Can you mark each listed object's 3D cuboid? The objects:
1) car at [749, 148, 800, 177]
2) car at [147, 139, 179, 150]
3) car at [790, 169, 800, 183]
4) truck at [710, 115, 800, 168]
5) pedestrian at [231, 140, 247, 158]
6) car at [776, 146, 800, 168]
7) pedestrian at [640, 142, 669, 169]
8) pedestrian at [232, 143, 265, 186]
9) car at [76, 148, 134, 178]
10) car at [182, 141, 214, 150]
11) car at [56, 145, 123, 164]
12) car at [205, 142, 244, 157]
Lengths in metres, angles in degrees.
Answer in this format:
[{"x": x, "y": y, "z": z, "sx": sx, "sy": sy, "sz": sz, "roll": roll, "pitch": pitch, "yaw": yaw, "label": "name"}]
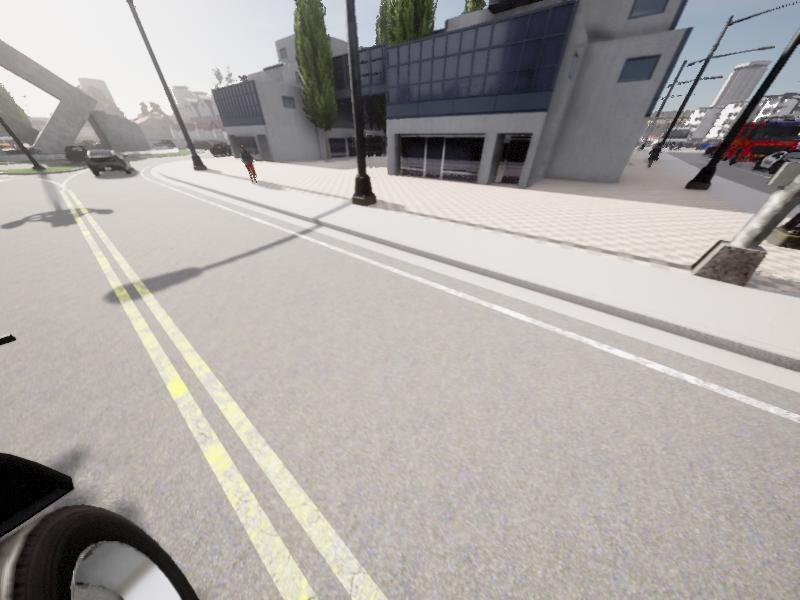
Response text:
[{"x": 30.510, "y": -10.822, "z": 18.095, "sx": 2.038, "sy": 1.542, "sz": 4.974, "roll": 24, "pitch": 42, "yaw": 29, "label": "car"}, {"x": -49.615, "y": -32.567, "z": 48.424, "sx": 3.866, "sy": 1.878, "sz": 1.905, "roll": -4, "pitch": 35, "yaw": -6, "label": "car"}, {"x": 26.358, "y": -7.515, "z": 13.650, "sx": 1.994, "sy": 1.385, "sz": 4.181, "roll": 24, "pitch": 42, "yaw": 30, "label": "car"}, {"x": 35.870, "y": -15.985, "z": 23.188, "sx": 2.891, "sy": 3.827, "sz": 8.468, "roll": 24, "pitch": 43, "yaw": 29, "label": "truck"}, {"x": -20.422, "y": -19.195, "z": 29.308, "sx": 0.751, "sy": 1.860, "sz": 0.751, "roll": 7, "pitch": 35, "yaw": 9, "label": "pedestrian"}, {"x": 37.966, "y": -13.200, "z": 21.361, "sx": 1.812, "sy": 1.442, "sz": 4.674, "roll": 24, "pitch": 43, "yaw": 30, "label": "car"}, {"x": 21.546, "y": -12.251, "z": 19.577, "sx": 0.751, "sy": 1.860, "sz": 0.751, "roll": 15, "pitch": 37, "yaw": 19, "label": "pedestrian"}, {"x": -7.891, "y": -7.089, "z": 12.094, "sx": 0.751, "sy": 1.860, "sz": 0.751, "roll": 29, "pitch": 44, "yaw": 35, "label": "pedestrian"}, {"x": -21.368, "y": -10.155, "z": 16.965, "sx": 1.837, "sy": 1.490, "sz": 4.892, "roll": -27, "pitch": 43, "yaw": -33, "label": "car"}, {"x": -45.218, "y": -34.703, "z": 51.819, "sx": 4.611, "sy": 1.667, "sz": 2.242, "roll": -5, "pitch": 35, "yaw": -8, "label": "car"}, {"x": -31.942, "y": -15.086, "z": 23.882, "sx": 1.845, "sy": 1.501, "sz": 3.633, "roll": 22, "pitch": 41, "yaw": 28, "label": "car"}, {"x": -25.771, "y": -22.281, "z": 34.147, "sx": 1.930, "sy": 1.638, "sz": 5.238, "roll": -1, "pitch": 35, "yaw": -3, "label": "car"}]
